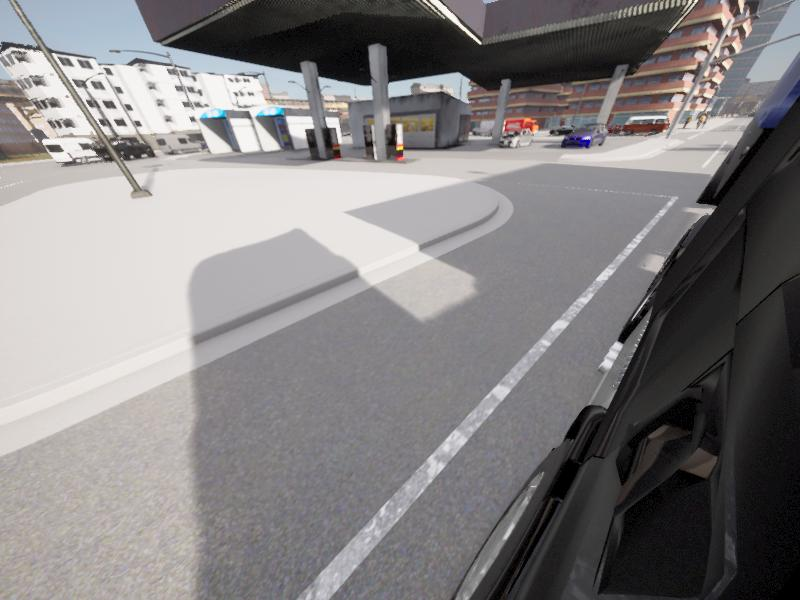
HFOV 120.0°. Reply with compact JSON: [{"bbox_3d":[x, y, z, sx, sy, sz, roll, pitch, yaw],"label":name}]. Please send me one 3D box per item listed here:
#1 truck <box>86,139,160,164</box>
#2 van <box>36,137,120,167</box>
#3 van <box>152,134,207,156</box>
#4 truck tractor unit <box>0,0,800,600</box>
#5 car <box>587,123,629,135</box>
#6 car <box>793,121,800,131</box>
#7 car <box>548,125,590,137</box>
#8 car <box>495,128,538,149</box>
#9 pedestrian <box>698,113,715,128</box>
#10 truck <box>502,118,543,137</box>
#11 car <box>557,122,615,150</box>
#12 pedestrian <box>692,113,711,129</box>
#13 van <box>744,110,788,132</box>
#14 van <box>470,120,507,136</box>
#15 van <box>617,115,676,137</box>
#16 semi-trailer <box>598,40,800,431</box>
[{"bbox_3d":[-35.402,-19.349,29.932,2.390,2.098,6.274,-5,37,-3],"label":"truck"},{"bbox_3d":[-38.809,-18.226,28.285,1.988,2.561,5.915,-6,37,-4],"label":"van"},{"bbox_3d":[-34.504,-24.556,36.446,1.988,2.561,5.915,5,38,10],"label":"van"},{"bbox_3d":[2.645,-0.295,0.351,6.516,4.208,3.053,-28,44,-30],"label":"truck tractor unit"},{"bbox_3d":[31.135,-25.631,34.677,1.994,1.385,4.181,-29,44,-31],"label":"car"},{"bbox_3d":[47.367,-19.779,25.754,2.163,1.488,4.792,24,44,31],"label":"car"},{"bbox_3d":[25.757,-25.911,35.453,1.895,1.301,4.718,-29,44,-31],"label":"car"},{"bbox_3d":[11.661,-16.173,23.134,3.806,1.475,1.970,-28,44,-30],"label":"car"},{"bbox_3d":[47.237,-27.671,35.666,0.751,1.860,0.751,25,45,32],"label":"pedestrian"},{"bbox_3d":[20.846,-29.608,39.713,2.627,2.467,5.204,-29,44,-30],"label":"truck"},{"bbox_3d":[15.934,-14.088,19.816,4.611,1.667,2.242,-28,44,-30],"label":"car"},{"bbox_3d":[45.232,-26.826,34.667,0.751,1.860,0.751,1,37,4],"label":"pedestrian"},{"bbox_3d":[45.205,-22.212,28.671,4.480,2.038,2.069,-28,44,-30],"label":"van"},{"bbox_3d":[17.801,-34.806,46.867,2.351,2.431,6.366,-29,44,-31],"label":"van"},{"bbox_3d":[31.550,-22.325,29.691,2.069,2.038,4.480,-29,44,-30],"label":"van"},{"bbox_3d":[8.690,-3.615,4.229,14.254,4.402,2.717,-28,44,-30],"label":"semi-trailer"}]
